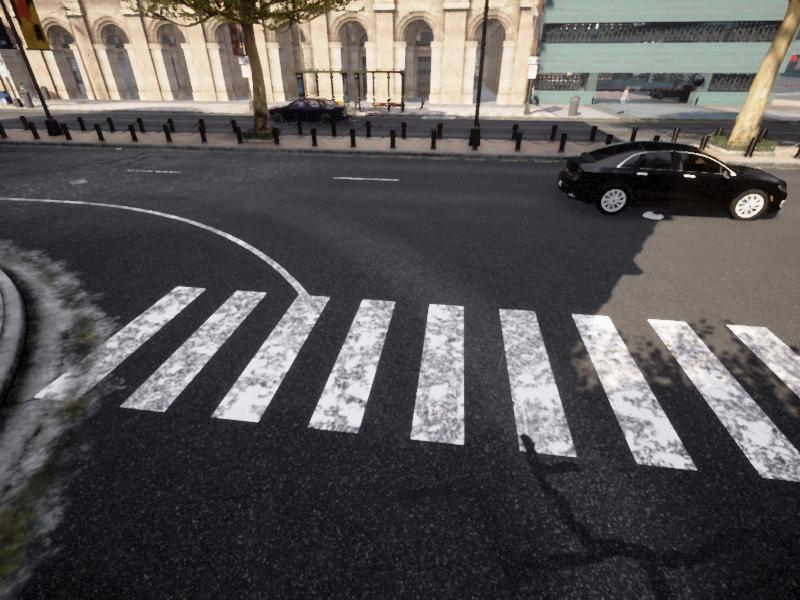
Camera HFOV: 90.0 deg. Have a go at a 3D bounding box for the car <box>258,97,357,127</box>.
[{"bbox_3d":[-5.512,-11.458,24.256,5.357,1.411,2.033,4,31,7],"label":"car"}]

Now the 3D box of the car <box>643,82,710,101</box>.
[{"bbox_3d":[27.821,-21.117,40.452,4.902,1.511,2.128,4,31,7],"label":"car"}]

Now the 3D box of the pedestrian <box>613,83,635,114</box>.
[{"bbox_3d":[15.412,-13.831,27.512,0.751,1.860,0.751,8,31,13],"label":"pedestrian"}]

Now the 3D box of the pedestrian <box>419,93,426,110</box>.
[{"bbox_3d":[1.700,-15.028,30.312,0.500,1.100,0.500,-2,30,-4],"label":"pedestrian"}]

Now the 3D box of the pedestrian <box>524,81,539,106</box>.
[{"bbox_3d":[10.821,-17.018,32.968,0.751,1.860,0.751,4,31,7],"label":"pedestrian"}]

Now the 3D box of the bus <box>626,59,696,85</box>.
[{"bbox_3d":[49.918,-43.973,77.109,10.273,4.253,3.944,14,33,22],"label":"bus"}]

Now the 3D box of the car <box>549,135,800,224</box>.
[{"bbox_3d":[6.437,-2.982,9.645,4.892,1.490,1.837,4,31,7],"label":"car"}]

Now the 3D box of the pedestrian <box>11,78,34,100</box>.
[{"bbox_3d":[-36.606,-20.424,38.788,0.751,1.860,0.751,4,31,7],"label":"pedestrian"}]

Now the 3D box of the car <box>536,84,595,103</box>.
[{"bbox_3d":[15.761,-19.861,38.377,4.786,1.482,2.161,4,31,7],"label":"car"}]
